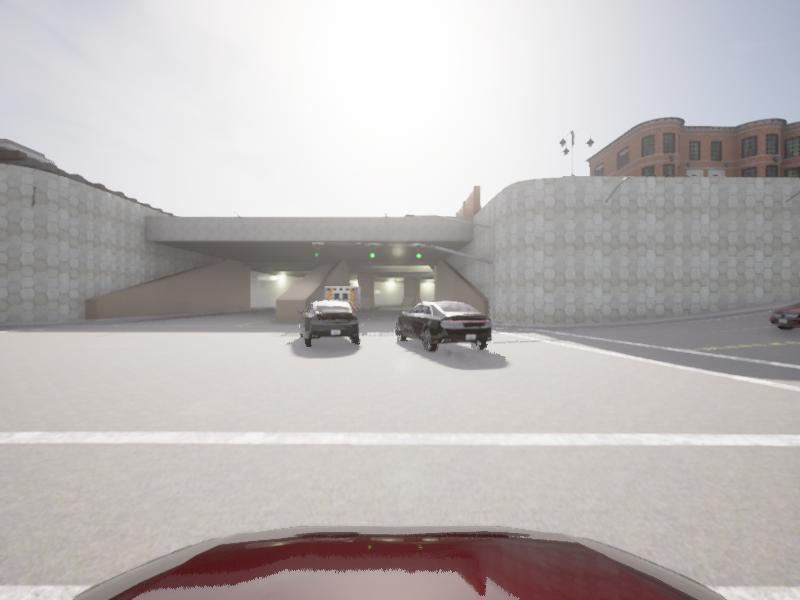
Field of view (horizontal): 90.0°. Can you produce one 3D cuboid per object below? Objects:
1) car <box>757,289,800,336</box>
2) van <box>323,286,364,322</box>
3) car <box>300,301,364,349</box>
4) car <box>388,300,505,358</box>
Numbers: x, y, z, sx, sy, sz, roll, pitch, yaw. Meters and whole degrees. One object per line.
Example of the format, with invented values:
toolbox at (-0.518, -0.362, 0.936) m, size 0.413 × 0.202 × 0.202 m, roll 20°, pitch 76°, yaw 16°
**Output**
car at (15.875, 0.238, 14.131) m, size 4.674 × 1.442 × 1.812 m, roll -6°, pitch 0°, yaw 2°
van at (-4.143, 0.252, 30.460) m, size 2.351 × 2.431 × 6.366 m, roll 0°, pitch 0°, yaw -1°
car at (-2.717, 0.775, 15.016) m, size 1.837 × 1.490 × 4.892 m, roll 0°, pitch 0°, yaw -16°
car at (1.267, 0.785, 13.400) m, size 2.128 × 1.511 × 4.902 m, roll 0°, pitch 1°, yaw -17°
